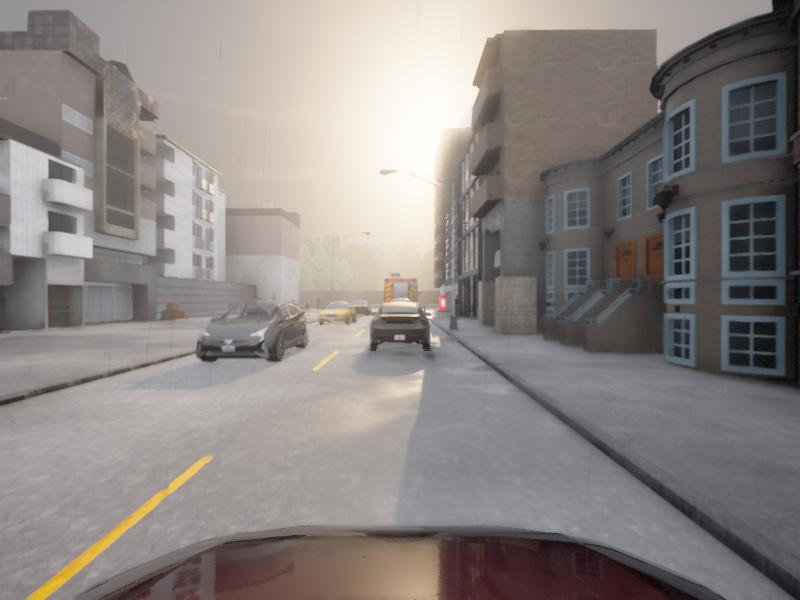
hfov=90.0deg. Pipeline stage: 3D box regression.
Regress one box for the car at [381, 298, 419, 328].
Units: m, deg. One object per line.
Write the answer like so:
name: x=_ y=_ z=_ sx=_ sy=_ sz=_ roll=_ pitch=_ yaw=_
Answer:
car: x=0.034 y=0.724 z=25.095 sx=2.152 sy=1.651 sz=5.027 roll=0 pitch=0 yaw=1

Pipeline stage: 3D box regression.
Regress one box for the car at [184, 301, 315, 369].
car: x=-3.912 y=0.803 z=11.410 sx=2.007 sy=1.525 sz=4.514 roll=0 pitch=0 yaw=1

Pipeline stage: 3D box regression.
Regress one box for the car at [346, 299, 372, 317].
car: x=-3.888 y=0.684 z=38.850 sx=1.930 sy=1.638 sz=5.238 roll=0 pitch=0 yaw=0

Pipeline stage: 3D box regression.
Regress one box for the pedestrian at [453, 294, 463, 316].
pedestrian: x=4.881 y=0.436 z=33.792 sx=0.751 sy=1.860 sz=0.751 roll=0 pitch=0 yaw=2

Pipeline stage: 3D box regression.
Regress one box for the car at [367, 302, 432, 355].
car: x=0.016 y=0.813 z=13.763 sx=1.837 sy=1.490 sz=4.892 roll=0 pitch=0 yaw=1

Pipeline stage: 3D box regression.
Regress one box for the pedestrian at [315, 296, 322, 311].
pedestrian: x=-10.084 y=0.437 z=49.427 sx=0.751 sy=1.860 sz=0.751 roll=0 pitch=0 yaw=-4

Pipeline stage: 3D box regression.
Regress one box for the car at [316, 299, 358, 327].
car: x=-3.877 y=0.743 z=25.429 sx=1.801 sy=1.575 sz=5.366 roll=0 pitch=0 yaw=1

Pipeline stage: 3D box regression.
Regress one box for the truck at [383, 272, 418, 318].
truck: x=0.087 y=-0.405 z=37.316 sx=2.891 sy=3.827 sz=8.468 roll=0 pitch=0 yaw=0
